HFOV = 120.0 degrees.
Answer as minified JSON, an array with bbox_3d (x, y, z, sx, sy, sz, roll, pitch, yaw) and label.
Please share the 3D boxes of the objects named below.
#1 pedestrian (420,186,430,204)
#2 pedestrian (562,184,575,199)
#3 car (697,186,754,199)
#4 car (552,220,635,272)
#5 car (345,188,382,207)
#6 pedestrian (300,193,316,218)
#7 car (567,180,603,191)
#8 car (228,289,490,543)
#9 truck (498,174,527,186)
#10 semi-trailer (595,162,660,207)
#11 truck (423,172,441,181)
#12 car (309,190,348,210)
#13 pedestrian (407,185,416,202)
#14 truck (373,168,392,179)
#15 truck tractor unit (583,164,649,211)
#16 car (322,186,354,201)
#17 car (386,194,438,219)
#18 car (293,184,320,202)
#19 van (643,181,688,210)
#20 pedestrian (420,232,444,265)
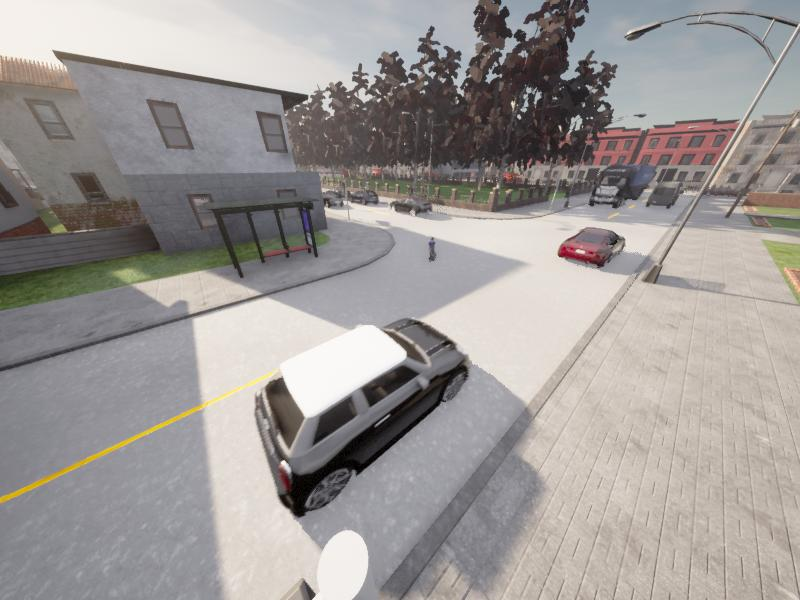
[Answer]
[{"bbox_3d":[2.988,-12.409,27.383,0.751,1.860,0.751,-23,37,-34],"label":"pedestrian"},{"bbox_3d":[23.055,-14.809,31.538,0.751,1.860,0.751,-23,37,-34],"label":"pedestrian"},{"bbox_3d":[48.440,-16.138,34.514,1.812,1.442,4.674,-23,37,-34],"label":"car"},{"bbox_3d":[9.776,-2.887,11.637,4.181,1.385,1.994,-23,37,-34],"label":"car"},{"bbox_3d":[-4.501,-12.646,28.282,2.033,1.649,4.856,-24,38,-35],"label":"car"},{"bbox_3d":[-8.025,-8.307,20.260,0.751,1.860,0.751,-23,37,-34],"label":"pedestrian"},{"bbox_3d":[36.972,-23.008,46.319,1.882,1.535,5.008,-23,37,-34],"label":"car"},{"bbox_3d":[-0.453,1.356,4.181,3.806,1.475,1.970,-23,37,-34],"label":"car"},{"bbox_3d":[27.228,-29.218,56.137,2.627,2.467,5.204,-23,37,-34],"label":"truck"},{"bbox_3d":[30.242,-15.471,30.383,14.254,4.402,2.717,-23,37,-34],"label":"semi-trailer"},{"bbox_3d":[10.214,-39.349,73.696,2.627,2.467,5.204,-23,37,-34],"label":"truck"},{"bbox_3d":[-8.272,-11.588,26.566,2.128,1.511,4.902,-23,37,-34],"label":"car"},{"bbox_3d":[1.426,-13.356,29.023,0.751,1.860,0.751,-23,37,-34],"label":"pedestrian"},{"bbox_3d":[-6.987,-49.970,91.163,2.891,3.827,8.468,-23,37,-34],"label":"truck"},{"bbox_3d":[24.231,-12.810,25.972,6.516,4.208,3.053,-23,37,-34],"label":"truck tractor unit"},{"bbox_3d":[-8.861,-15.242,32.895,2.128,1.511,4.902,-25,38,-36],"label":"car"},{"bbox_3d":[1.016,-9.152,22.345,2.128,1.511,4.902,-23,37,-34],"label":"car"},{"bbox_3d":[-12.823,-14.698,31.585,1.932,1.855,4.605,-21,36,-32],"label":"car"},{"bbox_3d":[30.330,-12.052,26.342,5.915,2.561,1.988,-22,37,-33],"label":"van"},{"bbox_3d":[1.496,-2.441,10.886,0.751,1.300,0.751,-18,35,-28],"label":"pedestrian"}]
